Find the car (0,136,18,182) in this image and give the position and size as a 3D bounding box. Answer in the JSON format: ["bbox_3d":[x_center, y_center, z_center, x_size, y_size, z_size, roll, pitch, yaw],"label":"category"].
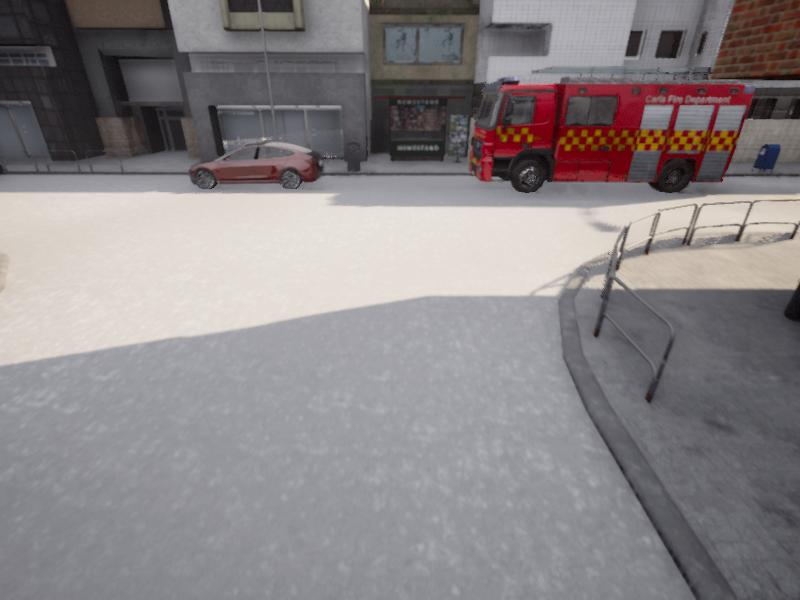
[{"bbox_3d":[-17.615,-5.101,14.638,4.611,1.667,2.242,0,27,0],"label":"car"}]

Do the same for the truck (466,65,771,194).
[{"bbox_3d":[6.958,-6.008,14.195,8.468,3.827,2.891,0,27,-1],"label":"truck"}]

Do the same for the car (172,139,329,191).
[{"bbox_3d":[-5.244,-4.995,14.715,4.792,1.488,2.163,0,27,0],"label":"car"}]

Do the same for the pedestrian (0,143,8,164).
[{"bbox_3d":[-18.665,-6.826,18.337,0.500,1.100,0.500,-1,27,-2],"label":"pedestrian"}]
